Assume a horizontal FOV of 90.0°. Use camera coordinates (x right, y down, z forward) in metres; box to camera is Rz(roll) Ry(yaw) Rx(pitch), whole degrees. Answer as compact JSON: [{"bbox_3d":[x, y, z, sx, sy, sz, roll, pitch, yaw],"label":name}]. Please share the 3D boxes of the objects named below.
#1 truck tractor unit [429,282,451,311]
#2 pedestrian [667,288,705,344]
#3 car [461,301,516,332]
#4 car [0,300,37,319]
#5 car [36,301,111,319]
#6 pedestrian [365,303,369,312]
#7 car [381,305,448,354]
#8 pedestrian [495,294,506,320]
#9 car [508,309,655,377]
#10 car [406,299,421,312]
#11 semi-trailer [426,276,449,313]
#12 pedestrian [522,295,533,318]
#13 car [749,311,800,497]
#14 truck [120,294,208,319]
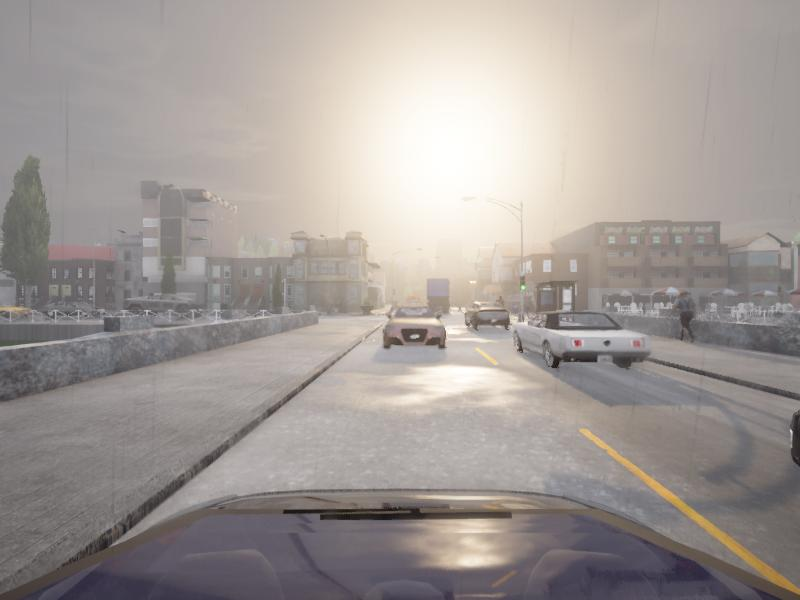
[{"bbox_3d":[6.086,-0.525,62.000,3.053,4.208,6.516,0,0,2],"label":"truck tractor unit"},{"bbox_3d":[9.750,0.533,13.657,0.751,1.860,0.751,0,0,2],"label":"pedestrian"},{"bbox_3d":[4.742,0.835,22.231,2.128,1.511,4.902,0,0,2],"label":"car"},{"bbox_3d":[-35.539,0.801,35.340,5.366,1.575,1.801,0,0,2],"label":"car"},{"bbox_3d":[-28.550,0.836,35.105,4.902,1.511,2.128,0,0,2],"label":"car"},{"bbox_3d":[-4.120,0.914,50.526,0.500,1.100,0.500,0,0,-7],"label":"pedestrian"},{"bbox_3d":[0.498,0.907,14.049,1.994,1.385,4.181,0,0,2],"label":"car"},{"bbox_3d":[7.320,0.533,29.165,0.751,1.860,0.751,0,0,20],"label":"pedestrian"},{"bbox_3d":[4.391,0.944,10.624,1.895,1.301,4.718,0,0,2],"label":"car"},{"bbox_3d":[1.929,0.694,56.940,2.097,1.767,4.553,0,0,2],"label":"car"},{"bbox_3d":[5.293,-0.621,54.130,2.717,4.402,14.254,0,0,7],"label":"semi-trailer"},{"bbox_3d":[10.559,0.533,33.162,0.751,1.860,0.751,0,0,10],"label":"pedestrian"},{"bbox_3d":[4.080,0.845,1.245,1.837,1.490,4.892,0,0,2],"label":"car"},{"bbox_3d":[-20.415,0.542,34.832,6.274,2.098,2.390,0,0,2],"label":"truck"}]
